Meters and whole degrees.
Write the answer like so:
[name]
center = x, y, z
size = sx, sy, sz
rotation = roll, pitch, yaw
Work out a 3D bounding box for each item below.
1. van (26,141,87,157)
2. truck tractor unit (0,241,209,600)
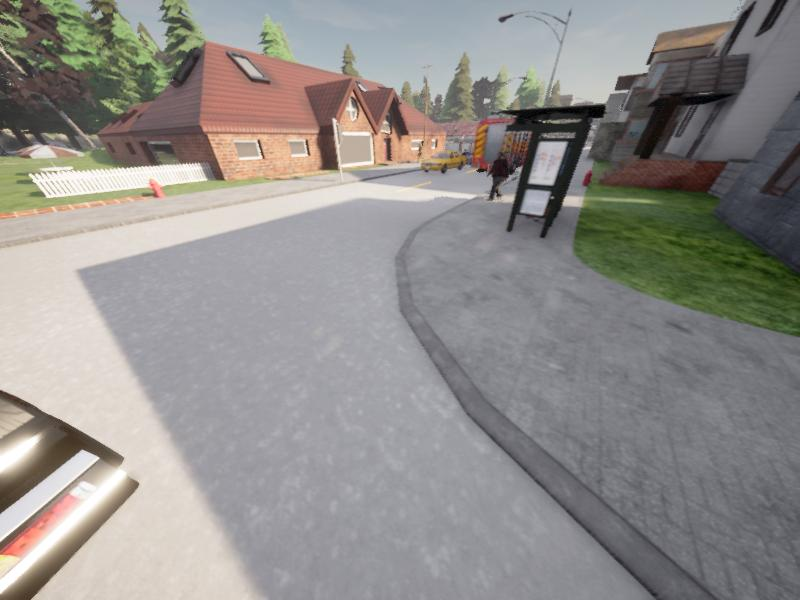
[van]
center = -68.611, -30.314, 46.355
size = 2.351, 2.431, 6.366
rotation = 22, 41, 28
[truck tractor unit]
center = -5.306, -0.027, 0.397
size = 6.516, 4.208, 3.053
rotation = 9, 36, 12
